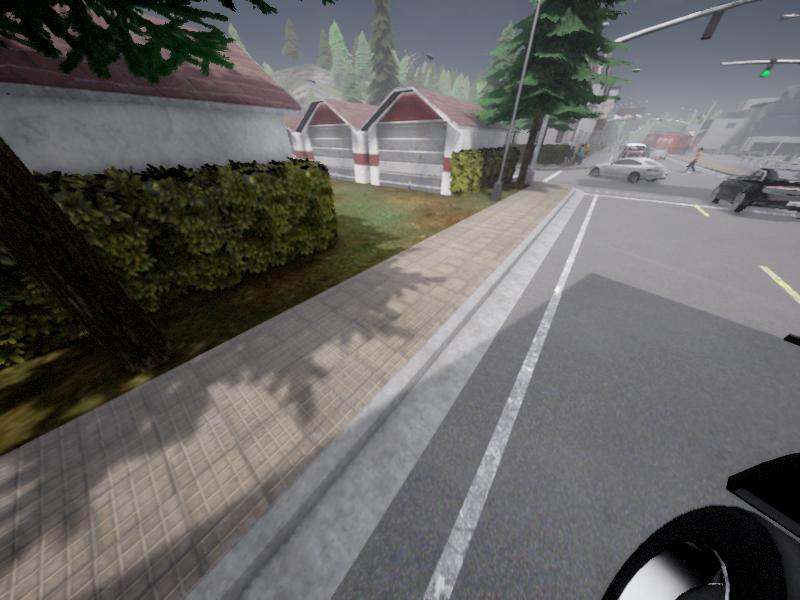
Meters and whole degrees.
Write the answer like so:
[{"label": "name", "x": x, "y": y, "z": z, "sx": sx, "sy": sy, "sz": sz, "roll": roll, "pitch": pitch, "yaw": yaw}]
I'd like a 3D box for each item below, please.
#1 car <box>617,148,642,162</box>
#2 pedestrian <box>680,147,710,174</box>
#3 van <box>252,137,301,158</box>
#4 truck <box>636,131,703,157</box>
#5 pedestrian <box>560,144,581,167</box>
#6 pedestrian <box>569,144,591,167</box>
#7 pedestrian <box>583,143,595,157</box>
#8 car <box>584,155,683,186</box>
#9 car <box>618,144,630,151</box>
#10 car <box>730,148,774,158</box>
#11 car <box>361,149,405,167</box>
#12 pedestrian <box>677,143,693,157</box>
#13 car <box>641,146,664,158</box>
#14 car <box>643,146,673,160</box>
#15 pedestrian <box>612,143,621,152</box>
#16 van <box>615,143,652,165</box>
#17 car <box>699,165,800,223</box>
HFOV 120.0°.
[{"label": "car", "x": 32.239, "y": -20.484, "z": 32.568, "sx": 1.994, "sy": 1.385, "sz": 4.181, "roll": 24, "pitch": 41, "yaw": 30}, {"label": "pedestrian", "x": 24.524, "y": -11.590, "z": 19.218, "sx": 0.751, "sy": 1.860, "sz": 0.751, "roll": 29, "pitch": 44, "yaw": 35}, {"label": "van", "x": -19.688, "y": -24.448, "z": 37.242, "sx": 6.366, "sy": 2.431, "sz": 2.351, "roll": -8, "pitch": 29, "yaw": -14}, {"label": "truck", "x": 54.268, "y": -31.538, "z": 46.702, "sx": 8.468, "sy": 3.827, "sz": 2.891, "roll": 2, "pitch": 35, "yaw": -3}, {"label": "pedestrian", "x": 16.438, "y": -13.923, "z": 22.314, "sx": 0.751, "sy": 1.860, "sz": 0.751, "roll": -6, "pitch": 35, "yaw": -9}, {"label": "pedestrian", "x": 17.375, "y": -13.978, "z": 22.330, "sx": 0.751, "sy": 1.860, "sz": 0.751, "roll": -4, "pitch": 35, "yaw": -7}, {"label": "pedestrian", "x": 30.066, "y": -23.885, "z": 36.709, "sx": 0.751, "sy": 1.860, "sz": 0.751, "roll": 25, "pitch": 42, "yaw": 31}, {"label": "car", "x": 16.361, "y": -9.446, "z": 16.637, "sx": 1.812, "sy": 1.442, "sz": 4.674, "roll": -9, "pitch": 36, "yaw": -12}, {"label": "car", "x": 63.464, "y": -43.278, "z": 65.553, "sx": 1.837, "sy": 1.490, "sz": 4.892, "roll": 24, "pitch": 41, "yaw": 30}, {"label": "car", "x": 67.414, "y": -28.336, "z": 44.404, "sx": 4.193, "sy": 1.474, "sz": 1.816, "roll": 24, "pitch": 41, "yaw": 30}, {"label": "car", "x": -1.955, "y": -16.412, "z": 26.590, "sx": 5.008, "sy": 1.535, "sz": 1.882, "roll": 24, "pitch": 41, "yaw": 30}, {"label": "pedestrian", "x": 46.784, "y": -24.640, "z": 37.942, "sx": 0.751, "sy": 1.860, "sz": 0.751, "roll": 24, "pitch": 41, "yaw": 30}, {"label": "car", "x": 44.901, "y": -26.508, "z": 41.222, "sx": 2.038, "sy": 1.542, "sz": 4.974, "roll": 24, "pitch": 42, "yaw": 30}, {"label": "car", "x": 39.604, "y": -22.686, "z": 35.583, "sx": 2.152, "sy": 1.651, "sz": 5.027, "roll": 24, "pitch": 41, "yaw": 30}, {"label": "pedestrian", "x": 54.723, "y": -38.649, "z": 58.461, "sx": 0.751, "sy": 1.860, "sz": 0.751, "roll": 12, "pitch": 36, "yaw": 16}, {"label": "van", "x": 27.761, "y": -17.526, "z": 27.680, "sx": 2.069, "sy": 2.038, "sz": 4.480, "roll": 21, "pitch": 40, "yaw": 27}, {"label": "car", "x": 14.609, "y": -4.373, "z": 9.193, "sx": 2.128, "sy": 1.511, "sz": 4.902, "roll": 24, "pitch": 39, "yaw": 30}]
